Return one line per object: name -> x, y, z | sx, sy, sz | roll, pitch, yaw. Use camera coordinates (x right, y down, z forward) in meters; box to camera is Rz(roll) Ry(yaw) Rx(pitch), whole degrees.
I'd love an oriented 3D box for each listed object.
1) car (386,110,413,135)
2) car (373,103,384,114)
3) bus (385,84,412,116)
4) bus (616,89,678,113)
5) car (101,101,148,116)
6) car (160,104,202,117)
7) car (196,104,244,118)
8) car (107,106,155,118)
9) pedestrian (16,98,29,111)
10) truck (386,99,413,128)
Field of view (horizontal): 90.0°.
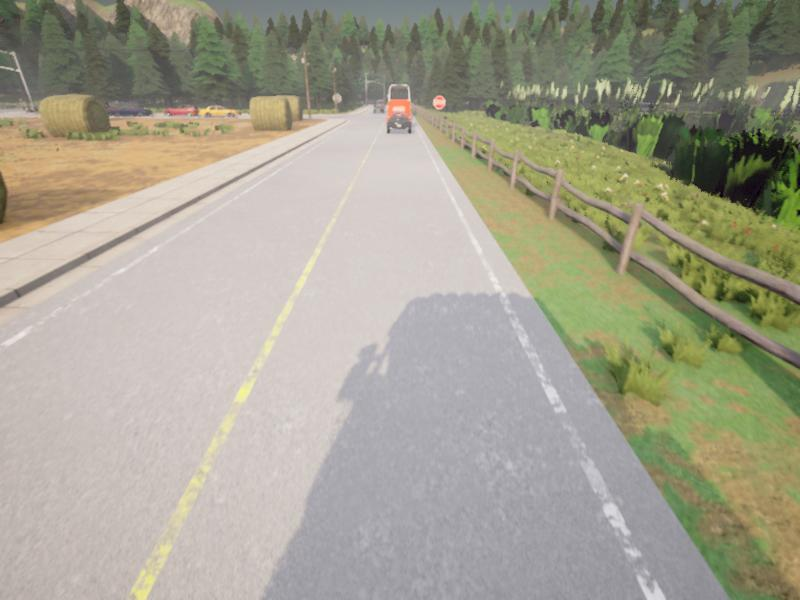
car -> -0.072, -15.586, 35.036 | 2.152, 1.651, 5.027 | 0, 27, 0
car -> -3.631, -32.583, 67.977 | 1.789, 1.549, 3.705 | 0, 27, 0
bus -> -0.235, -32.129, 64.220 | 3.944, 4.253, 10.273 | 0, 27, 0
bus -> 50.865, -41.318, 82.967 | 3.944, 4.253, 10.273 | -7, 28, -15
car -> -38.347, -26.685, 55.797 | 4.553, 1.767, 2.097 | -1, 27, -3
car -> -30.752, -26.659, 56.240 | 4.514, 1.525, 2.007 | -1, 27, -3
car -> -23.991, -25.215, 53.424 | 5.366, 1.575, 1.801 | -1, 27, -3
car -> -35.544, -24.910, 52.928 | 4.718, 1.301, 1.895 | -1, 27, -3
pedestrian -> -57.655, -29.856, 61.095 | 0.751, 1.860, 0.751 | -10, 29, -19
truck -> -0.078, -19.186, 41.089 | 2.627, 2.467, 5.204 | 0, 27, 0
